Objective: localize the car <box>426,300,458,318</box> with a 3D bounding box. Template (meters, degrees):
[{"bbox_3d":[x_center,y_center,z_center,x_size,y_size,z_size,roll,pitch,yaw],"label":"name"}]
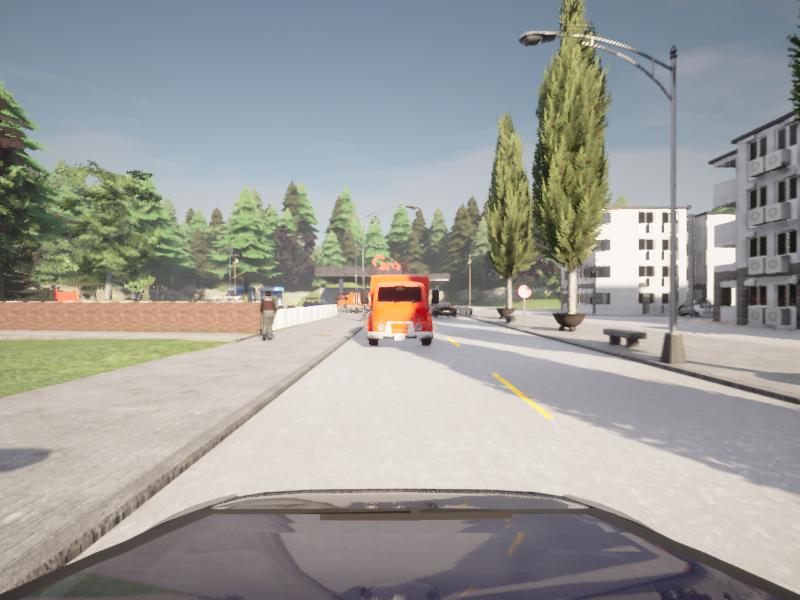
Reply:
[{"bbox_3d":[3.776,0.804,36.767,2.038,1.542,4.974,0,0,-5],"label":"car"}]

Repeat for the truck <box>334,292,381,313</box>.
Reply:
[{"bbox_3d":[-5.229,0.329,49.482,5.204,2.467,2.627,0,-2,17],"label":"truck"}]

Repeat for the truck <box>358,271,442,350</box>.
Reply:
[{"bbox_3d":[-0.003,0.353,15.108,2.627,2.467,5.204,0,0,0],"label":"truck"}]

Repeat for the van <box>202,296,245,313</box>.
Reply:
[{"bbox_3d":[-22.002,0.543,50.071,4.480,2.038,2.069,0,0,0],"label":"van"}]

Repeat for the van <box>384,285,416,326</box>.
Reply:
[{"bbox_3d":[0.053,0.303,27.664,1.988,2.561,5.915,0,1,1],"label":"van"}]

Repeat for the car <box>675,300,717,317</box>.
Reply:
[{"bbox_3d":[27.893,0.751,37.809,1.845,1.501,3.633,0,0,11],"label":"car"}]

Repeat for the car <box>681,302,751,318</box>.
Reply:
[{"bbox_3d":[27.507,0.839,35.037,4.536,1.218,1.853,0,0,30],"label":"car"}]

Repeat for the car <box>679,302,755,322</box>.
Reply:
[{"bbox_3d":[27.553,0.996,35.012,4.974,1.542,2.038,0,0,30],"label":"car"}]

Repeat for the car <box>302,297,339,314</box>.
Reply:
[{"bbox_3d":[-9.087,0.622,45.856,3.866,1.878,1.905,0,0,5],"label":"car"}]

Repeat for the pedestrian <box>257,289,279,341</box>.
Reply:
[{"bbox_3d":[-4.825,0.525,14.652,0.751,1.860,0.751,0,0,-15],"label":"pedestrian"}]
